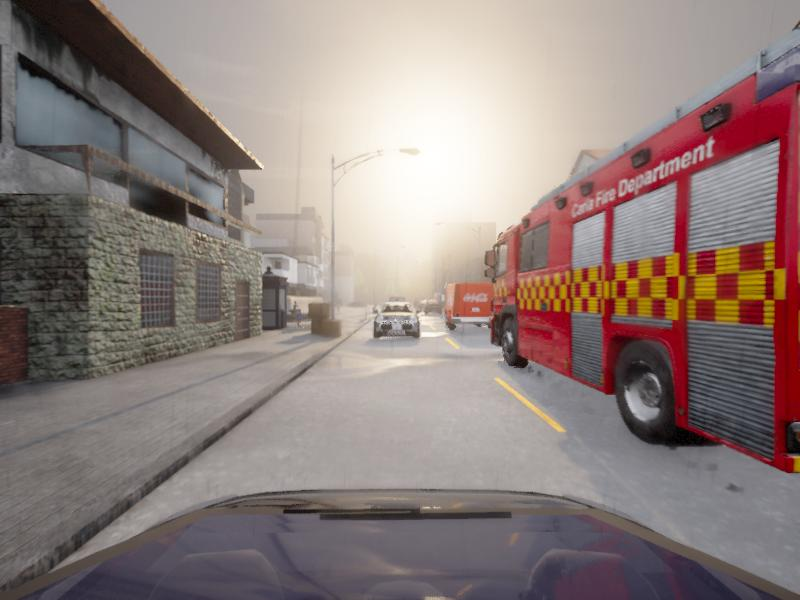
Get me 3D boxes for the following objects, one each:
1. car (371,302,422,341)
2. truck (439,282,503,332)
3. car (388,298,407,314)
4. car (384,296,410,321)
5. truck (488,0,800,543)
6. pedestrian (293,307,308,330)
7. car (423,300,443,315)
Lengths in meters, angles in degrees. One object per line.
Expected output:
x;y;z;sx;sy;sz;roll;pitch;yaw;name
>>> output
-0.127;0.842;17.313;1.970;1.475;3.806;0;0;0;car
3.767;0.347;22.333;2.627;2.467;5.204;0;0;0;truck
-0.305;0.664;45.715;2.097;1.767;4.553;0;0;0;car
-0.228;0.625;31.915;1.905;1.878;3.866;0;0;0;car
3.982;-0.325;6.881;2.891;3.827;8.468;0;0;-1;truck
-4.892;0.900;19.610;0.500;1.100;0.500;0;0;28;pedestrian
3.637;0.816;44.840;1.837;1.490;4.892;0;0;0;car
